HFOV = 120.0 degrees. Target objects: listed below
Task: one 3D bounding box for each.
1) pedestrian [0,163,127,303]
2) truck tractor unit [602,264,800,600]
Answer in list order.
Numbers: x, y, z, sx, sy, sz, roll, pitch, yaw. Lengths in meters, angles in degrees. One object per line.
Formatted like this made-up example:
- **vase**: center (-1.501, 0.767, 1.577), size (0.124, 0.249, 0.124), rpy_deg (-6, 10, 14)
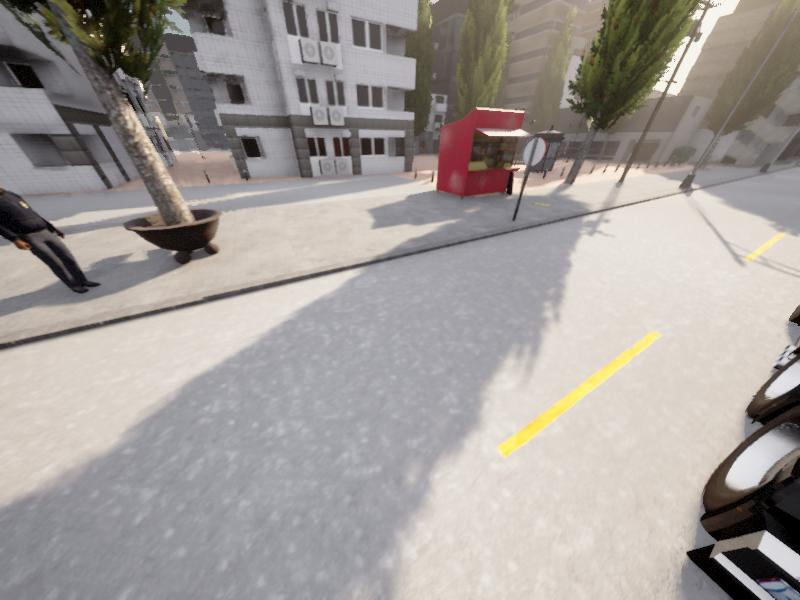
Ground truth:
- **pedestrian**: center (-5.438, -0.935, 3.451), size (0.751, 1.860, 0.751), rpy_deg (-1, 35, -2)
- **truck tractor unit**: center (5.108, -0.303, 0.785), size (6.516, 4.208, 3.053), rpy_deg (-18, 39, -24)
